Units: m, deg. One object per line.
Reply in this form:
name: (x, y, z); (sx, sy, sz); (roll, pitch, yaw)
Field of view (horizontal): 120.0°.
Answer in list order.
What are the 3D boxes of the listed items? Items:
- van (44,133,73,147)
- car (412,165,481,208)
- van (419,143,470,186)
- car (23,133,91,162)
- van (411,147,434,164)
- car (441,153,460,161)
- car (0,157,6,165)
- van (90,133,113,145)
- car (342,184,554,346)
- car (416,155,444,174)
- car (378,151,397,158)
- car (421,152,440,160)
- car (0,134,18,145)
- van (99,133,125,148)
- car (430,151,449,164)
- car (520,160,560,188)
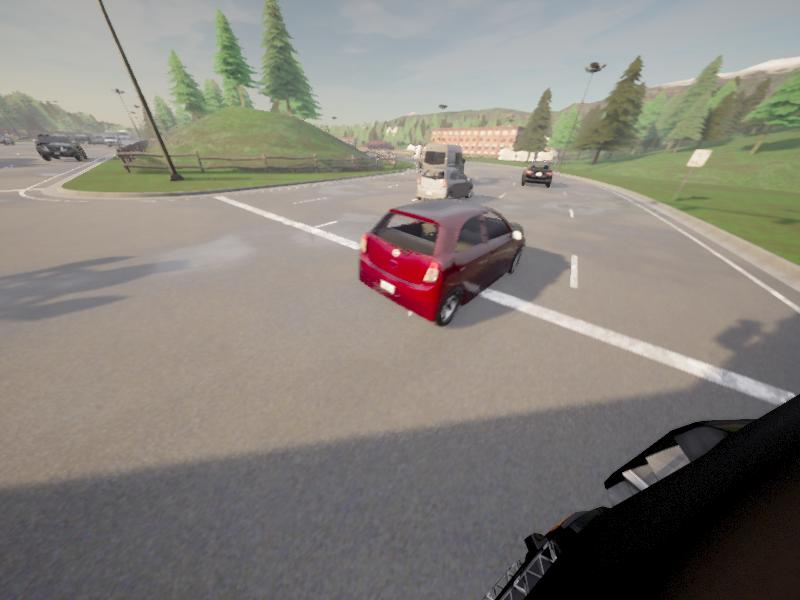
van: (-65.960, -30.938, 44.696); (1.775, 1.987, 4.442); (-24, 42, -34)
car: (2.418, -5.896, 11.730); (1.845, 1.501, 3.633); (24, 39, 29)
van: (3.727, -11.061, 18.750); (1.988, 2.561, 5.915); (18, 36, 20)
car: (-31.944, -14.379, 21.799); (2.150, 2.045, 5.566); (-24, 42, -34)
van: (4.068, -27.205, 43.411); (2.351, 2.431, 6.366); (-5, 34, -13)
car: (12.487, -35.596, 57.584); (1.837, 1.490, 4.892); (-16, 38, -26)
car: (-30.163, -10.039, 15.844); (1.970, 1.475, 3.806); (-24, 42, -35)
van: (-79.580, -43.027, 61.729); (2.351, 2.431, 6.366); (-24, 42, -34)
car: (1.055, -1.076, 4.310); (1.845, 1.501, 3.633); (30, 42, 33)
car: (3.550, -15.592, 26.441); (1.930, 1.638, 5.238); (12, 35, 14)
car: (-3.408, -38.303, 60.694); (2.033, 1.411, 5.357); (-24, 42, -34)
car: (7.623, -36.462, 58.615); (2.128, 1.511, 4.902); (-18, 39, -28)
car: (-71.829, -28.797, 41.402); (2.038, 1.542, 4.974); (-24, 42, -34)
van: (-62.533, -34.708, 50.252); (2.351, 2.431, 6.366); (-24, 42, -34)
car: (7.449, -27.133, 44.021); (1.905, 1.878, 3.866); (-5, 34, -12)
car: (11.990, -11.129, 20.207); (2.242, 1.667, 4.611); (15, 35, 17)
